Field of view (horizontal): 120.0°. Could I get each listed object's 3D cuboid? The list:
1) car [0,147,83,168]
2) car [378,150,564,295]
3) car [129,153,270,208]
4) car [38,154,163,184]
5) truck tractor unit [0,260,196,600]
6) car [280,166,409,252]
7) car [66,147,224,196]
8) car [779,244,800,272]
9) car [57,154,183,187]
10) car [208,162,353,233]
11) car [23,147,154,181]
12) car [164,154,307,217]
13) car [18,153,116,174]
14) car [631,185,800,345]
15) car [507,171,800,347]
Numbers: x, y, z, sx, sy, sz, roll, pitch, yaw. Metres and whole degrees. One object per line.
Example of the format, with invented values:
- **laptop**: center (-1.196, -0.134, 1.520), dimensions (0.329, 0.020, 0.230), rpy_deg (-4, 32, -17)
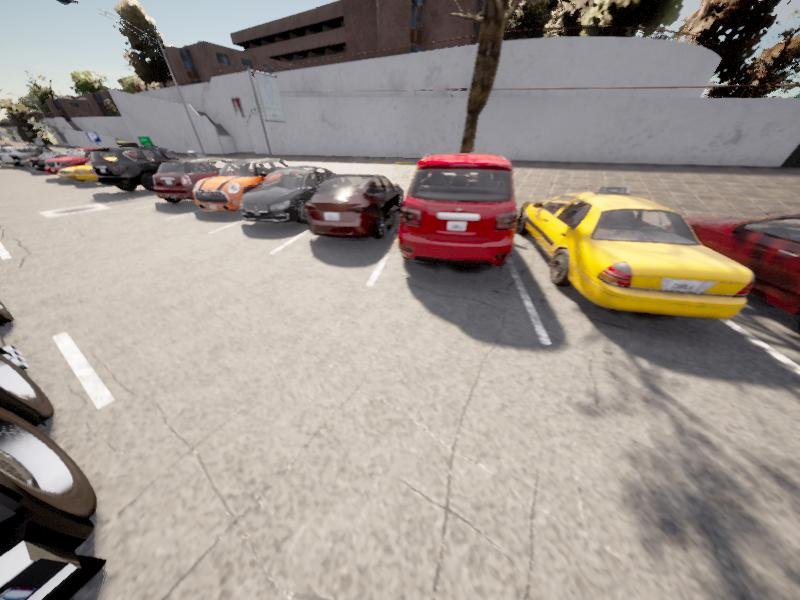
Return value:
- **car**: center (-45.041, -17.929, 28.883), dimensions (2.435, 2.045, 5.566), rpy_deg (6, 35, 9)
- **car**: center (1.407, -2.590, 5.953), dimensions (2.435, 2.045, 5.566), rpy_deg (6, 35, 9)
- **car**: center (-8.925, -5.896, 11.047), dimensions (2.185, 1.767, 4.553), rpy_deg (6, 34, 9)
- **car**: center (-21.847, -9.969, 17.355), dimensions (1.946, 1.575, 5.366), rpy_deg (6, 34, 9)
- **truck tractor unit**: center (-5.105, -0.306, 0.795), dimensions (6.516, 4.208, 3.053), rpy_deg (19, 39, 25)
- **car**: center (-1.175, -3.221, 7.379), dimensions (2.163, 1.488, 4.792), rpy_deg (6, 35, 9)
- **car**: center (-14.079, -7.744, 13.569), dimensions (2.435, 2.045, 5.566), rpy_deg (6, 34, 9)
- **car**: center (9.146, 0.014, 2.134), dimensions (2.435, 2.045, 5.566), rpy_deg (6, 35, 9)
- **car**: center (-19.205, -9.326, 16.384), dimensions (1.946, 1.575, 5.366), rpy_deg (6, 34, 9)
- **car**: center (-3.750, -4.092, 8.611), dimensions (2.231, 1.521, 4.892), rpy_deg (6, 35, 9)
- **car**: center (-24.395, -11.107, 18.624), dimensions (2.435, 2.045, 5.566), rpy_deg (6, 34, 9)
- **car**: center (-6.326, -5.072, 9.829), dimensions (2.185, 1.767, 4.553), rpy_deg (6, 35, 9)
- **car**: center (-32.140, -13.444, 22.622), dimensions (2.097, 1.535, 5.008), rpy_deg (6, 34, 9)
- **car**: center (6.559, -0.598, 3.548), dimensions (2.002, 1.452, 4.674), rpy_deg (6, 35, 9)
- **car**: center (4.017, -1.606, 4.951), dimensions (1.946, 1.575, 5.366), rpy_deg (6, 35, 9)
